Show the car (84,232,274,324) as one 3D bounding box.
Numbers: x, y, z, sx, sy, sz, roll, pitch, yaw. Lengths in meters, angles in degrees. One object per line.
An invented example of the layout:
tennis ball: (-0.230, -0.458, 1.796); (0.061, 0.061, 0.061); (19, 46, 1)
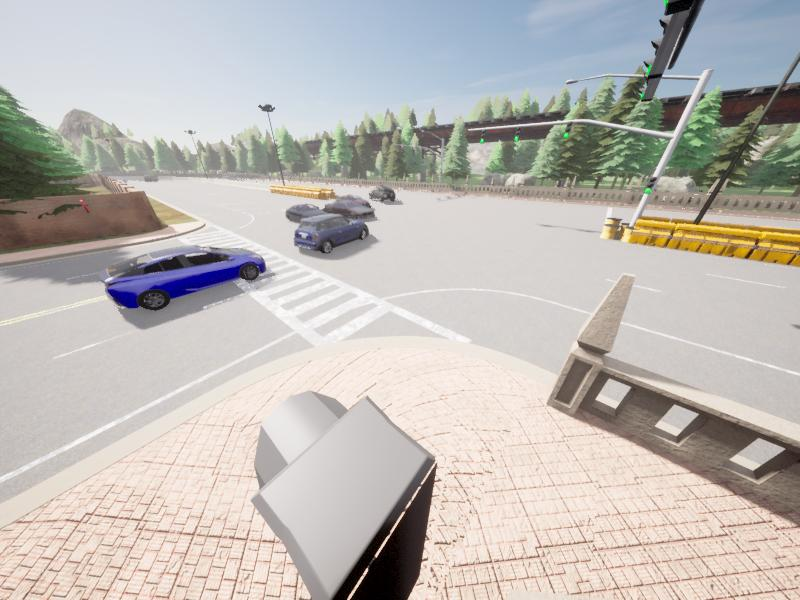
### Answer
car: (-7.559, -1.163, 8.494); (2.007, 1.525, 4.514); (21, 36, 32)

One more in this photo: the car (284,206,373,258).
car: (-3.831, -4.146, 13.392); (2.097, 1.767, 4.553); (17, 34, 26)

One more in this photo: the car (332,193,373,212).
car: (-5.164, -10.609, 25.013); (4.181, 1.385, 1.994); (22, 37, 33)

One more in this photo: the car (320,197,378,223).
car: (-4.662, -8.125, 20.686); (5.357, 1.411, 2.033); (23, 37, 34)

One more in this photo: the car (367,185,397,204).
car: (-2.473, -13.940, 30.275); (1.932, 1.855, 4.605); (-16, 34, -28)

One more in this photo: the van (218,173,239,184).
van: (-47.176, -33.457, 63.527); (6.366, 2.431, 2.351); (23, 37, 33)

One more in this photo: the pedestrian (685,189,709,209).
pedestrian: (30.592, -10.421, 23.841); (0.751, 1.860, 0.751); (23, 37, 34)

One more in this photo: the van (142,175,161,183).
van: (-72.370, -35.361, 67.264); (4.442, 1.987, 1.775); (14, 33, 23)

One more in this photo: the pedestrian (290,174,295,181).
pedestrian: (-32.155, -36.426, 68.884); (0.751, 1.860, 0.751); (22, 37, 33)

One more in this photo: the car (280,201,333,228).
car: (-7.662, -7.092, 18.921); (4.181, 1.385, 1.994); (23, 37, 34)
